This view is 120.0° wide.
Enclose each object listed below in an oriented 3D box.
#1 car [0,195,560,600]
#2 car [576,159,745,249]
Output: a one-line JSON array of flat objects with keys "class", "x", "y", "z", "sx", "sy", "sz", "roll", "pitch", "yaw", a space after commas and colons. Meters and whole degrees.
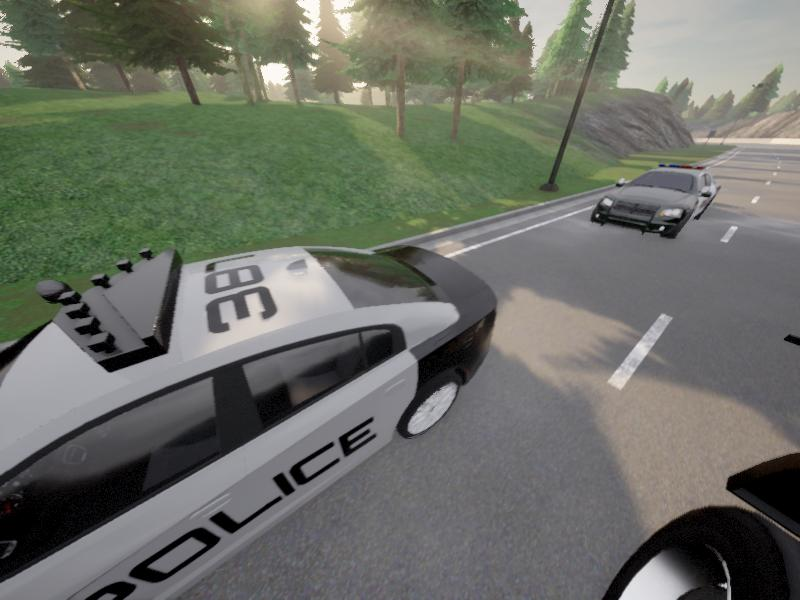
[{"class": "car", "x": -1.508, "y": 0.615, "z": 1.612, "sx": 5.238, "sy": 1.638, "sz": 1.930, "roll": -22, "pitch": 41, "yaw": -28}, {"class": "car", "x": 7.946, "y": -3.197, "z": 7.036, "sx": 4.974, "sy": 1.542, "sz": 2.038, "roll": -22, "pitch": 41, "yaw": -28}]
